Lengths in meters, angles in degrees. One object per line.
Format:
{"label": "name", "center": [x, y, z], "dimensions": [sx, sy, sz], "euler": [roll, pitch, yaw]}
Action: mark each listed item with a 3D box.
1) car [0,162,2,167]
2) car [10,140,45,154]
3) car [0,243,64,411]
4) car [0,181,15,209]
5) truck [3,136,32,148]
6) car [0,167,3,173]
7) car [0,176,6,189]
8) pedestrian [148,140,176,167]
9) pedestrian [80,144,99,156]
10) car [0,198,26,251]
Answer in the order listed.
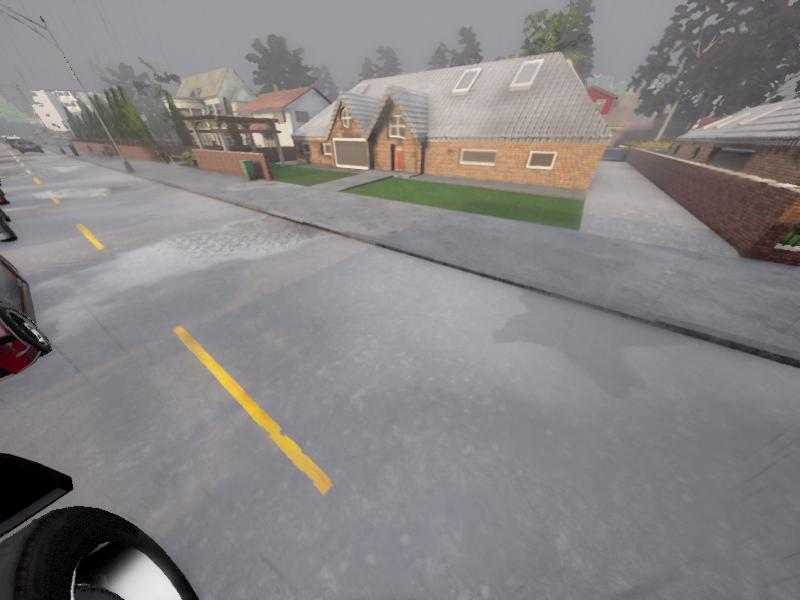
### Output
{"label": "car", "center": [-37.229, -12.606, 20.206], "dimensions": [5.008, 1.535, 1.882], "euler": [22, 41, 28]}
{"label": "car", "center": [-58.679, -24.185, 36.375], "dimensions": [4.611, 1.667, 2.242], "euler": [22, 41, 28]}
{"label": "car", "center": [-6.080, 0.130, 2.522], "dimensions": [4.181, 1.385, 1.994], "euler": [22, 41, 28]}
{"label": "car", "center": [-17.227, -4.474, 8.818], "dimensions": [4.514, 1.525, 2.007], "euler": [22, 41, 28]}
{"label": "truck", "center": [-84.115, -34.699, 50.737], "dimensions": [6.274, 2.098, 2.390], "euler": [22, 41, 28]}
{"label": "car", "center": [-30.893, -10.027, 16.599], "dimensions": [3.633, 1.501, 1.845], "euler": [22, 41, 28]}
{"label": "car", "center": [-22.759, -6.701, 11.983], "dimensions": [4.193, 1.474, 1.816], "euler": [22, 41, 28]}
{"label": "pedestrian", "center": [-19.833, -12.228, 19.292], "dimensions": [0.751, 1.860, 0.751], "euler": [22, 41, 28]}
{"label": "pedestrian", "center": [-39.862, -19.321, 29.702], "dimensions": [0.751, 1.300, 0.751], "euler": [14, 37, 18]}
{"label": "car", "center": [-11.721, -2.237, 5.682], "dimensions": [4.514, 1.525, 2.007], "euler": [22, 41, 28]}
